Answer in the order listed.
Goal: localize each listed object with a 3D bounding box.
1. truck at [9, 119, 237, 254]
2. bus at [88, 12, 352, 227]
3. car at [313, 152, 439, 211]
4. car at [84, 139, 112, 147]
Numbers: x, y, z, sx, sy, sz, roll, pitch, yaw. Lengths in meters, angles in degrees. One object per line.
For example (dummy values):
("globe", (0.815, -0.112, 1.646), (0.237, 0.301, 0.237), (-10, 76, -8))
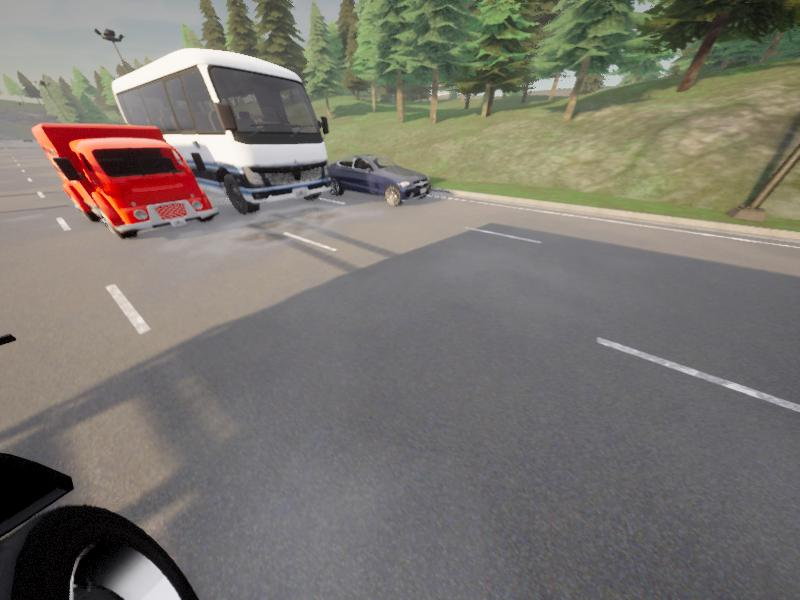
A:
("truck", (-7.886, -3.566, 6.738), (5.204, 2.467, 2.627), (22, 41, 28))
("bus", (-7.344, -6.623, 9.530), (10.273, 4.253, 3.944), (22, 41, 28))
("car", (-1.134, -5.388, 10.118), (5.027, 1.651, 2.152), (22, 41, 28))
("car", (-71.914, -37.465, 55.044), (2.128, 1.511, 4.902), (-15, 38, -21))
